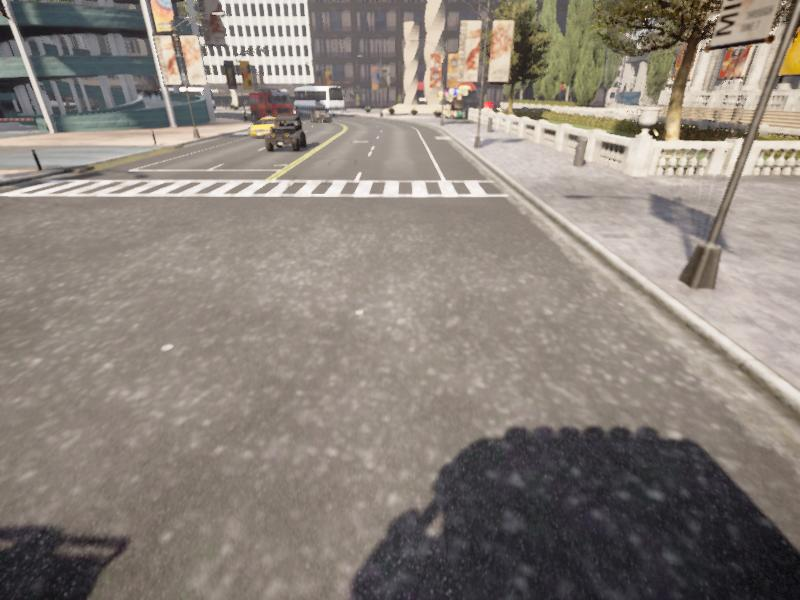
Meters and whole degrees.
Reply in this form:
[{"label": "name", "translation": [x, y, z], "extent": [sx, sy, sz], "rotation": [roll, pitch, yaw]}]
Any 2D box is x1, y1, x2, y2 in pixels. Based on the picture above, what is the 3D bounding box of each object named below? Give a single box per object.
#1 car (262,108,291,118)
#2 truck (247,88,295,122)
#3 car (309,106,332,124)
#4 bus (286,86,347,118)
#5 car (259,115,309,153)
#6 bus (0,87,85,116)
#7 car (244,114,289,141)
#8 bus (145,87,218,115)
[{"label": "car", "translation": [-18.816, -28.581, 61.088], "extent": [4.718, 1.301, 1.895], "rotation": [23, 35, 38]}, {"label": "truck", "translation": [-17.652, -26.691, 54.629], "extent": [2.891, 3.827, 8.468], "rotation": [-19, 33, -33]}, {"label": "car", "translation": [-9.658, -22.400, 48.355], "extent": [1.905, 1.878, 3.866], "rotation": [-10, 29, -19]}, {"label": "bus", "translation": [-13.438, -31.891, 64.304], "extent": [10.273, 4.253, 3.944], "rotation": [23, 35, 38]}, {"label": "car", "translation": [-7.022, -10.325, 24.761], "extent": [1.905, 1.878, 3.866], "rotation": [0, 27, -1]}, {"label": "bus", "translation": [-59.613, -32.976, 66.507], "extent": [10.273, 4.253, 3.944], "rotation": [0, 27, 0]}, {"label": "car", "translation": [-10.559, -13.920, 32.132], "extent": [1.801, 1.575, 5.366], "rotation": [0, 27, -1]}, {"label": "bus", "translation": [-39.288, -35.955, 72.291], "extent": [10.273, 4.253, 3.944], "rotation": [3, 27, 6]}]
